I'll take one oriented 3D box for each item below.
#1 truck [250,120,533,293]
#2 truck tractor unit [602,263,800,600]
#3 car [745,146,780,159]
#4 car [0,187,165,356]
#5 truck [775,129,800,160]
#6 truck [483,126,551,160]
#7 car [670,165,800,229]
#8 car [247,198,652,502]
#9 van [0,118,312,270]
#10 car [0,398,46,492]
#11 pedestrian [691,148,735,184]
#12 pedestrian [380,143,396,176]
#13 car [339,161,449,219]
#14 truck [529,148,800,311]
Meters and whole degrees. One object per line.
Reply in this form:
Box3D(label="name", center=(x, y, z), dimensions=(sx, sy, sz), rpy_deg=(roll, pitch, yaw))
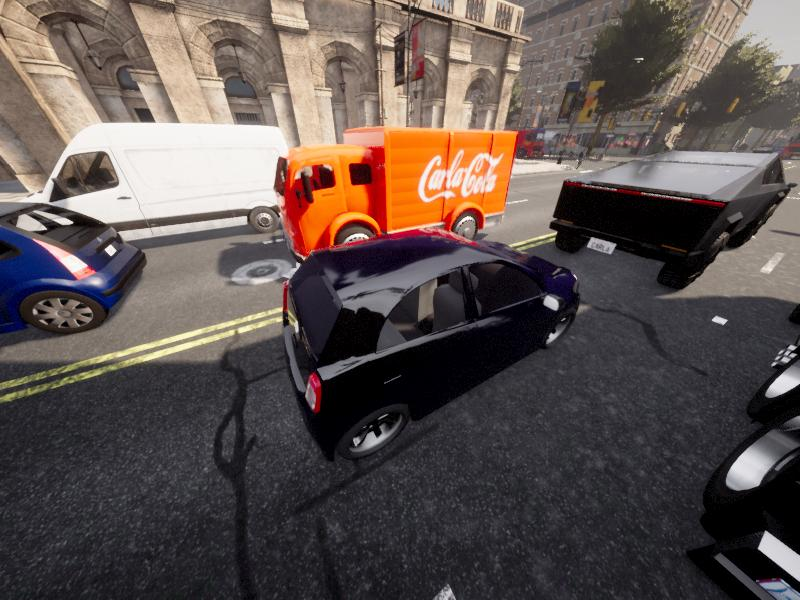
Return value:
Box3D(label="truck", center=(-0.094, -2.528, 5.460), dimensions=(5.204, 2.467, 2.627), rpy_deg=(-18, 39, -24))
Box3D(label="truck tractor unit", center=(5.107, -0.305, 0.785), dimensions=(6.516, 4.208, 3.053), rpy_deg=(-18, 39, -24))
Box3D(label="car", center=(58.475, -23.865, 37.254), dimensions=(5.238, 1.638, 1.930), rpy_deg=(-19, 39, -25))
Box3D(label="car", center=(-6.145, -0.215, 2.854), dimensions=(3.988, 1.617, 1.851), rpy_deg=(-18, 39, -24))
Box3D(label="truck", center=(61.409, -23.414, 34.719), dimensions=(8.468, 3.827, 2.891), rpy_deg=(-18, 39, -25))
Box3D(label="truck", center=(17.170, -23.834, 34.994), dimensions=(2.891, 3.827, 8.468), rpy_deg=(-18, 39, -24))
Box3D(label="car", center=(12.255, -3.857, 8.333), dimensions=(3.806, 1.475, 1.970), rpy_deg=(-18, 39, -25))
Box3D(label="car", center=(0.565, -0.045, 2.727), dimensions=(3.633, 1.501, 1.845), rpy_deg=(-18, 39, -24))
Box3D(label="van", center=(-5.825, -3.006, 6.048), dimensions=(5.915, 2.561, 1.988), rpy_deg=(-18, 39, -24))
Box3D(label="car", center=(-4.891, 1.714, 0.164), dimensions=(4.514, 1.525, 2.007), rpy_deg=(-18, 39, -24))
Box3D(label="pedestrian", center=(19.857, -8.519, 14.704), dimensions=(0.751, 1.860, 0.751), rpy_deg=(-18, 39, -25))
Box3D(label="pedestrian", center=(-0.828, -9.811, 16.139), dimensions=(0.751, 1.860, 0.751), rpy_deg=(-22, 41, -29))
Box3D(label="car", center=(-0.200, -4.417, 8.998), dimensions=(3.633, 1.501, 1.845), rpy_deg=(-18, 39, -24))
Box3D(label="truck", center=(6.359, -2.163, 5.312), dimensions=(6.274, 2.098, 2.390), rpy_deg=(-18, 39, -24))
